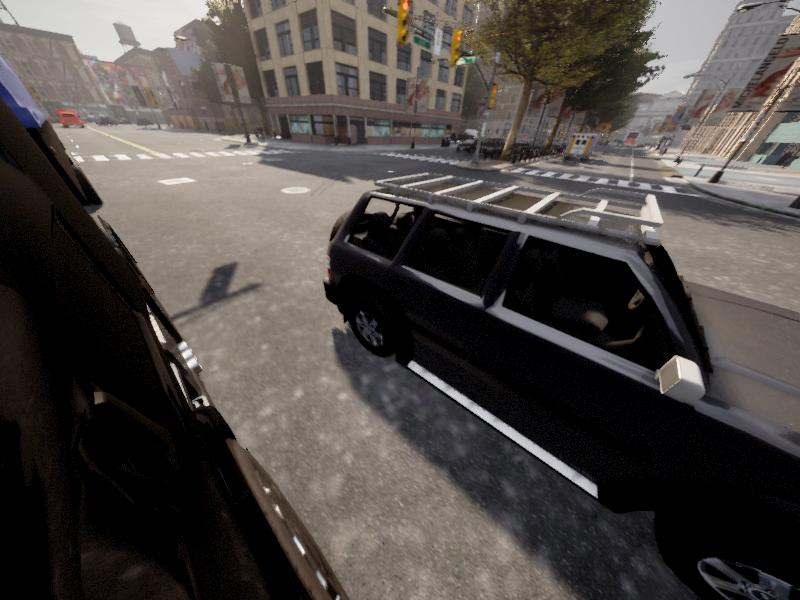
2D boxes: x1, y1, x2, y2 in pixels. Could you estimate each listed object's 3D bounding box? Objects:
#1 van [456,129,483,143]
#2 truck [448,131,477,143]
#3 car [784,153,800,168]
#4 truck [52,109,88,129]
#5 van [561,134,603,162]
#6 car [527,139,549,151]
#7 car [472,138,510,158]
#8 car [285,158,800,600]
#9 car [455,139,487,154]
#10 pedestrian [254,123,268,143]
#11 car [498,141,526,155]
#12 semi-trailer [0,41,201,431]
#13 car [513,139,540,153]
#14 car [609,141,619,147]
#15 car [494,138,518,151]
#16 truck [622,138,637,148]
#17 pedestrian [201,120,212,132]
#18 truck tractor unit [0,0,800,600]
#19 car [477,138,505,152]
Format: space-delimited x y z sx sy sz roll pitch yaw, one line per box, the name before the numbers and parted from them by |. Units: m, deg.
van | 17.981 -42.521 59.846 5.915 2.561 1.988 26 43 28
truck | 15.606 -40.815 57.766 6.274 2.098 2.390 27 43 29
car | 52.771 -17.843 29.648 2.161 1.482 4.786 28 43 30
truck | -57.410 -31.469 40.193 5.204 2.467 2.627 28 43 30
van | 21.265 -17.787 26.909 2.351 2.431 6.366 28 43 30
car | 23.675 -26.594 39.588 1.851 1.617 3.988 28 43 30
car | 10.541 -17.596 26.597 2.242 1.667 4.611 28 43 30
car | 1.276 0.026 2.148 4.605 1.855 1.932 28 43 30
car | 9.078 -19.730 29.561 1.812 1.442 4.674 28 43 30
pedestrian | -16.315 -19.681 27.215 0.751 1.860 0.751 -29 47 -35
car | 15.163 -20.656 31.261 1.994 1.385 4.181 28 43 30
semi-trailer | -8.697 -3.597 4.241 14.254 4.402 2.717 28 43 30
car | 19.429 -23.640 35.425 2.128 1.511 4.902 28 43 30
car | 66.082 -48.057 71.226 1.845 1.501 3.633 26 43 28
car | 17.457 -25.572 37.909 1.837 1.490 4.892 27 43 29
truck | 74.268 -50.934 74.829 2.627 2.467 5.204 28 43 30
pedestrian | -36.908 -33.208 44.068 0.751 1.860 0.751 12 38 12
truck tractor unit | -2.645 -0.295 0.351 6.516 4.208 3.053 28 44 30
car | 13.297 -22.701 33.756 2.007 1.525 4.514 28 43 30
